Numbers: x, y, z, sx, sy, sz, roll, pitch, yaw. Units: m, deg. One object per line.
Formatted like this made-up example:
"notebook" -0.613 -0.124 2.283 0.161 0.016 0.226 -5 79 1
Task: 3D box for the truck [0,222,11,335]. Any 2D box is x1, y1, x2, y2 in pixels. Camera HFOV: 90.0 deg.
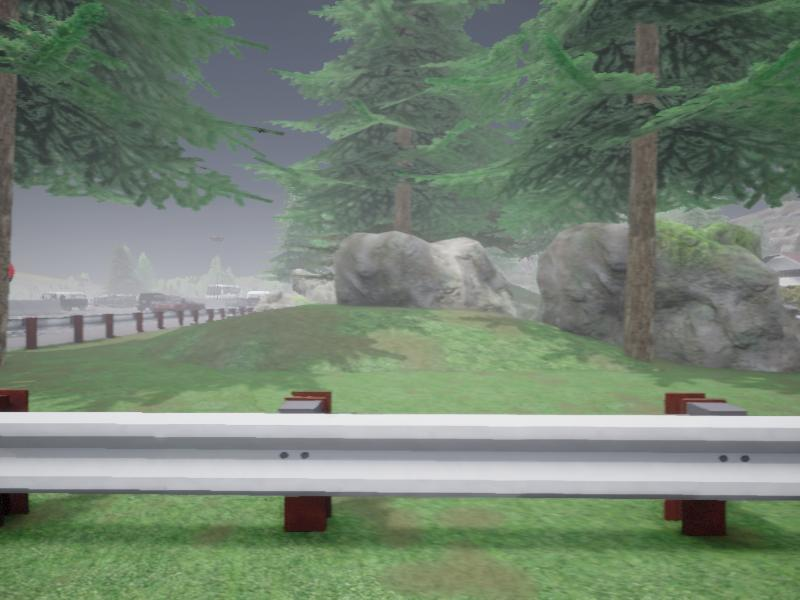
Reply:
"truck" -15.034 -0.728 9.718 2.891 3.827 8.468 0 0 0

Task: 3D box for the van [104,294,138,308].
"van" -42.254 0.161 60.697 2.069 2.038 4.480 0 0 0

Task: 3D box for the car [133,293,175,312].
"car" -24.847 0.236 40.590 1.905 1.878 3.866 0 0 0

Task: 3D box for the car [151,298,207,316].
"car" -17.885 0.535 32.644 1.895 1.301 4.718 0 0 0

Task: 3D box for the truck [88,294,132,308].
"truck" -45.743 0.125 63.370 2.390 2.098 6.274 0 0 0

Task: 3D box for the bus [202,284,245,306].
"bus" -35.044 -0.951 80.054 3.944 4.253 10.273 0 0 0

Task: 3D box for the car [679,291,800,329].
"car" 15.750 0.418 18.780 1.882 1.535 5.008 0 0 1

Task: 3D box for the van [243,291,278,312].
"van" -14.343 0.160 41.429 2.069 2.038 4.480 0 0 0

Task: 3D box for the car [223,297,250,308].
"car" -24.752 0.346 60.799 2.242 1.667 4.611 0 0 0

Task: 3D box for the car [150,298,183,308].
"car" -35.255 0.458 60.682 2.128 1.511 4.902 0 0 0

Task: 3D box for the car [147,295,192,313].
"car" -21.362 0.379 37.283 1.851 1.617 3.988 0 0 0

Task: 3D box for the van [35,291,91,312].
"van" -35.346 0.162 42.159 2.069 2.038 4.480 0 0 0

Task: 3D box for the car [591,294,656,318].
"car" 15.849 0.396 28.786 1.801 1.575 5.366 0 0 1
